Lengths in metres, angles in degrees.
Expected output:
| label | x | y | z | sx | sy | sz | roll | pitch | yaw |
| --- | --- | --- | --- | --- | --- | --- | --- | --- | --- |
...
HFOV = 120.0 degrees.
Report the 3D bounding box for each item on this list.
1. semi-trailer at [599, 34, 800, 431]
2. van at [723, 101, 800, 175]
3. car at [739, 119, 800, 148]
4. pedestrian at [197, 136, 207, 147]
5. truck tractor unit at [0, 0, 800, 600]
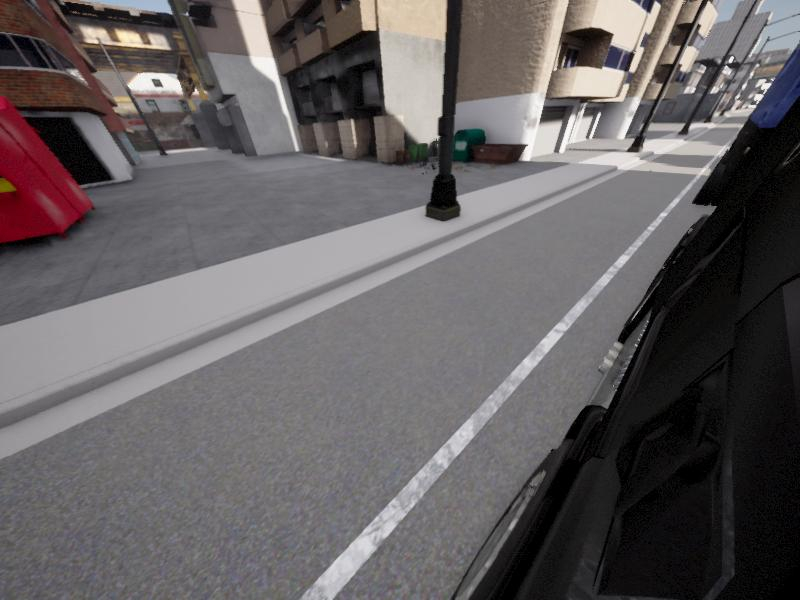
| label | x | y | z | sx | sy | sz | roll | pitch | yaw |
| --- | --- | --- | --- | --- | --- | --- | --- | --- | --- |
| semi-trailer | 8.655 | -3.629 | 4.276 | 14.254 | 4.402 | 2.717 | -29 | 44 | -30 |
| van | 18.393 | -7.882 | 11.021 | 6.366 | 2.431 | 2.351 | -28 | 43 | -30 |
| car | 28.501 | -12.882 | 17.785 | 4.902 | 1.511 | 2.128 | -28 | 44 | -29 |
| pedestrian | -39.992 | -31.954 | 46.576 | 0.751 | 1.860 | 0.751 | -30 | 44 | -30 |
| truck tractor unit | 2.645 | -0.295 | 0.351 | 6.516 | 4.208 | 3.053 | -28 | 44 | -30 |
